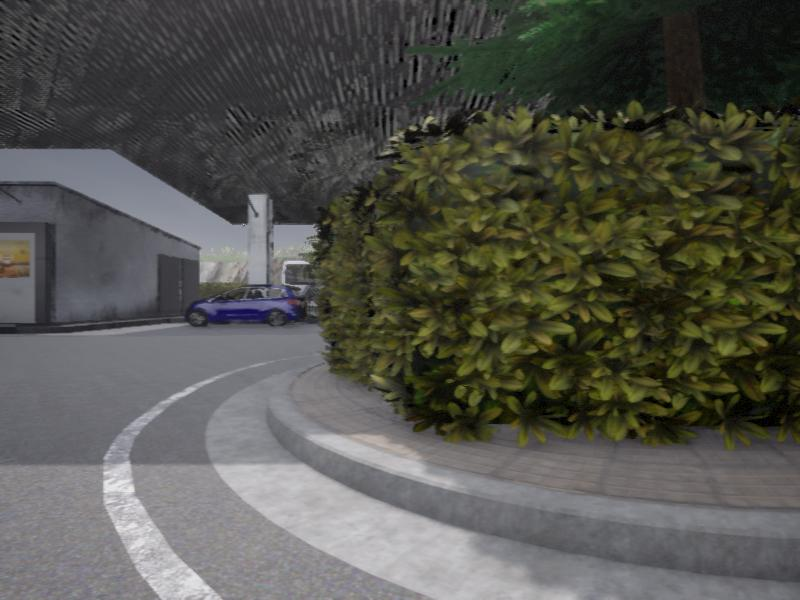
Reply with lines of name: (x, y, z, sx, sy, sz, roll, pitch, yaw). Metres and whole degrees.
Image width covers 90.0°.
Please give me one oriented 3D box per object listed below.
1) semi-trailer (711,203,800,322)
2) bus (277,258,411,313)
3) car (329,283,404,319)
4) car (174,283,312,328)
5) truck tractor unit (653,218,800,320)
semi-trailer: (16.114, -1.396, 11.849, 2.717, 4.402, 14.254, 0, 0, 0)
bus: (-4.318, -1.137, 32.778, 10.273, 4.253, 3.944, 0, 0, 0)
car: (-1.748, 0.056, 21.615, 3.866, 1.878, 1.905, 0, 0, 0)
car: (-6.057, 0.220, 15.931, 4.611, 1.667, 2.242, 0, 0, 0)
truck tractor unit: (16.100, -1.294, 19.762, 3.053, 4.208, 6.516, 0, 0, 0)
